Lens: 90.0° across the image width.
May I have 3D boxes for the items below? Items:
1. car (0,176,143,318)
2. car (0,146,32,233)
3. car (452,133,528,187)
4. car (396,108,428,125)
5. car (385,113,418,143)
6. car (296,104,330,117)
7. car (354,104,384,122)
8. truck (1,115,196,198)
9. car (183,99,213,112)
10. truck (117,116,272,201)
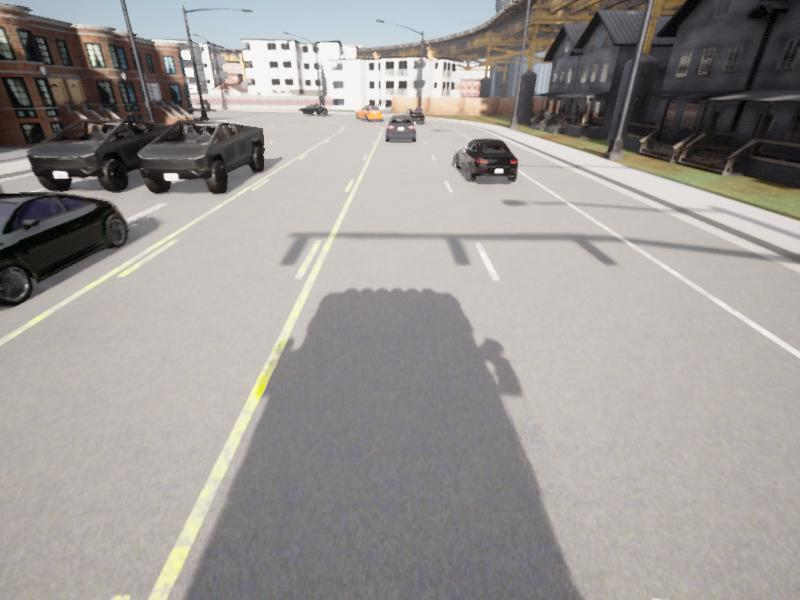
[{"bbox_3d":[-6.980,-1.118,7.145,1.994,1.385,4.181,0,27,0],"label":"car"},{"bbox_3d":[-10.477,-1.813,7.875,1.932,1.855,4.605,0,27,0],"label":"car"},{"bbox_3d":[3.487,-5.871,16.470,1.812,1.442,4.674,-1,27,-3],"label":"car"},{"bbox_3d":[1.315,-21.159,45.981,2.128,1.511,4.902,-8,28,-16],"label":"car"},{"bbox_3d":[0.067,-12.670,29.332,2.242,1.667,4.611,0,27,0],"label":"car"},{"bbox_3d":[-12.655,-27.574,58.120,5.008,1.535,1.882,21,33,34],"label":"car"},{"bbox_3d":[-3.836,-22.740,48.639,2.097,1.767,4.553,-12,30,-22],"label":"car"},{"bbox_3d":[-10.464,-5.587,14.943,2.390,2.098,6.274,0,27,0],"label":"truck"},{"bbox_3d":[-33.916,-32.688,67.269,3.866,1.878,1.905,1,27,1],"label":"car"},{"bbox_3d":[-6.964,-5.476,14.795,2.390,2.098,6.274,0,27,0],"label":"truck"}]
